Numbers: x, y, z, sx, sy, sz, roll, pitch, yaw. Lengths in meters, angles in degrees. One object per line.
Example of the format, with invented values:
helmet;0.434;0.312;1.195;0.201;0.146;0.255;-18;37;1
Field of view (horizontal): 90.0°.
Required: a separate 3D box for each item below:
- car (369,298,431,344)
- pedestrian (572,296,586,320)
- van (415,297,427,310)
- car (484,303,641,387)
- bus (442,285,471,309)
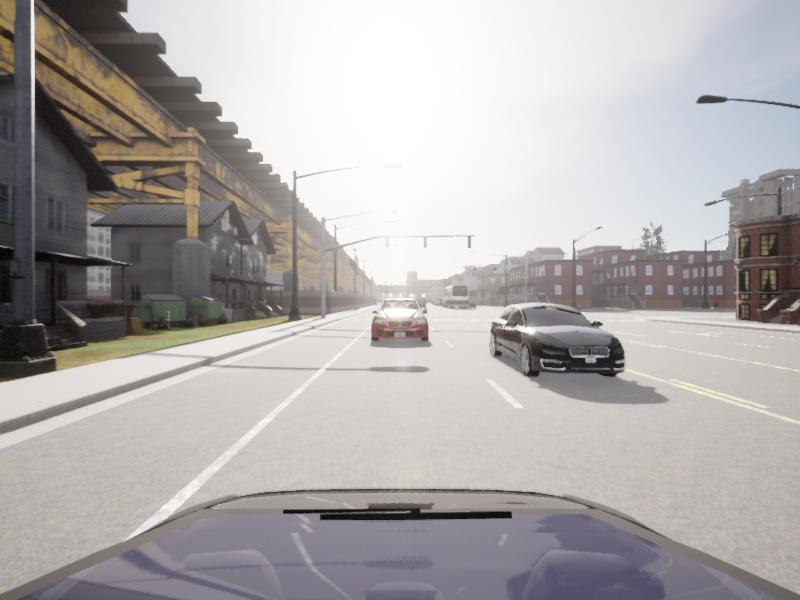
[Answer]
car;0.000;0.749;16.749;2.242;1.667;4.611;0;0;0
pedestrian;14.077;0.623;31.420;0.751;1.860;0.751;0;0;-4
van;3.501;0.569;67.891;1.775;1.987;4.442;0;0;0
car;3.501;0.839;9.776;1.837;1.490;4.892;0;0;0
bus;10.379;-0.562;74.744;3.944;4.253;10.273;0;1;0
